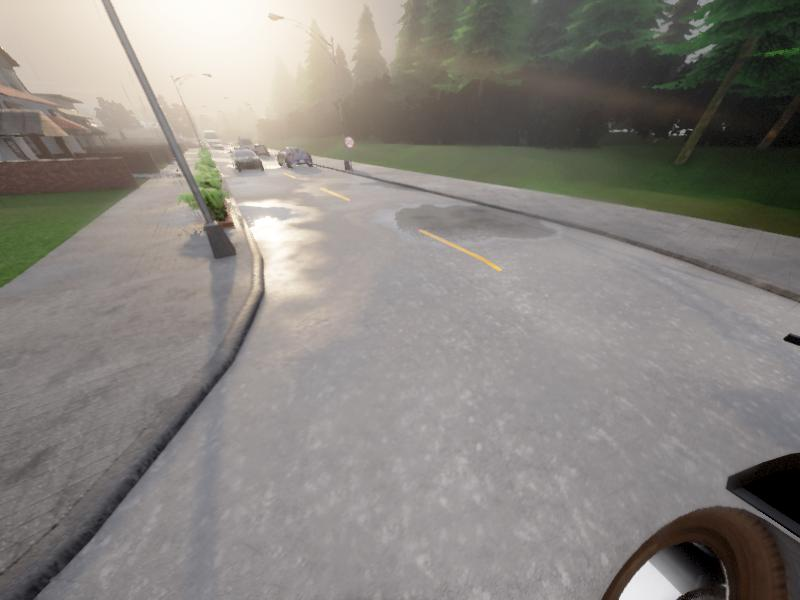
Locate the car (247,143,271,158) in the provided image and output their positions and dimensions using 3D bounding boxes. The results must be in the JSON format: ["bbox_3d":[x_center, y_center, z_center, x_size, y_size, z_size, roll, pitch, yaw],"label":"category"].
[{"bbox_3d":[-20.966,-22.312,34.365,2.033,1.649,4.856,-22,40,-27],"label":"car"}]

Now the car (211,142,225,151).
[{"bbox_3d":[-45.049,-37.946,57.027,2.152,1.651,5.027,-22,41,-28],"label":"car"}]

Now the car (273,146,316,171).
[{"bbox_3d":[-9.853,-13.231,21.379,2.152,1.651,5.027,-22,41,-28],"label":"car"}]

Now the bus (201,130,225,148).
[{"bbox_3d":[-56.914,-48.961,70.237,3.944,4.253,10.273,-22,41,-28],"label":"bus"}]

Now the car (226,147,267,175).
[{"bbox_3d":[-12.797,-11.656,19.150,1.930,1.638,5.238,-22,41,-28],"label":"car"}]

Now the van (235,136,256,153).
[{"bbox_3d":[-29.799,-29.953,44.502,1.988,2.561,5.915,-22,41,-28],"label":"van"}]
